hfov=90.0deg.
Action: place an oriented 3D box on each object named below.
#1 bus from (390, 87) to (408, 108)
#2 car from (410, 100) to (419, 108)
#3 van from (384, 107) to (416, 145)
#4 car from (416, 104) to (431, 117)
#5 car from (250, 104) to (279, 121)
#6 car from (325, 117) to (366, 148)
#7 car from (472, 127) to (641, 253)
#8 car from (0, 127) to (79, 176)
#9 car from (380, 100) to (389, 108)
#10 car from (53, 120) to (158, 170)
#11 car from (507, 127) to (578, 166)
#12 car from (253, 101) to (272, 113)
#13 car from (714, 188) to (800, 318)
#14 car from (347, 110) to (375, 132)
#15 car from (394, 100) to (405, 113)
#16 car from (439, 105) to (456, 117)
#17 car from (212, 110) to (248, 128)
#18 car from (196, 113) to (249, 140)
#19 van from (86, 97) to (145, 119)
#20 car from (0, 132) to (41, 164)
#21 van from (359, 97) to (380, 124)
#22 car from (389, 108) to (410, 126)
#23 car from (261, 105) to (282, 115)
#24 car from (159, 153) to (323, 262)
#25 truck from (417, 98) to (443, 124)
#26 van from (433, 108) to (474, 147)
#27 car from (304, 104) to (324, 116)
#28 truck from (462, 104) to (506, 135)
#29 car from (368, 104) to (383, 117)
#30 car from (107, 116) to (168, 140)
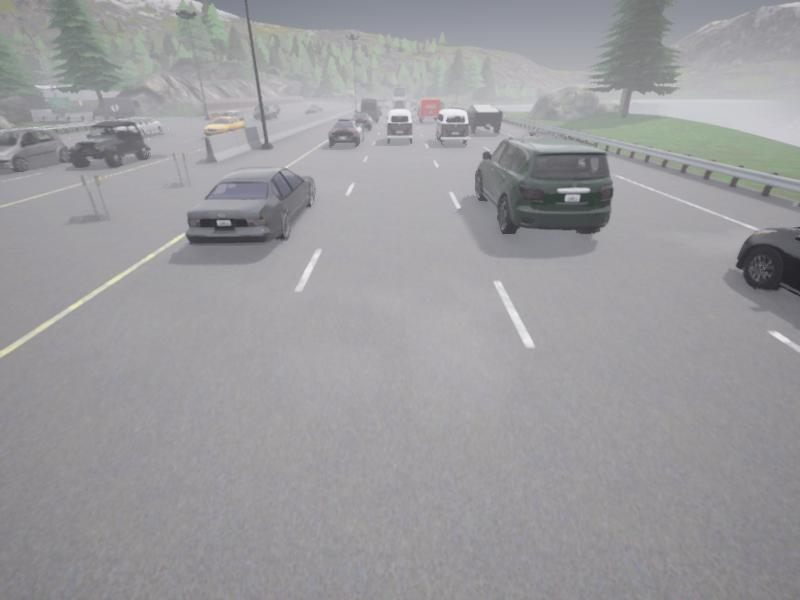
[{"bbox_3d":[-0.252,-48.599,95.864,3.944,4.253,10.273,0,27,0],"label":"bus"},{"bbox_3d":[3.379,-46.736,95.266,2.007,1.525,4.514,0,27,0],"label":"car"},{"bbox_3d":[-0.022,-12.331,28.205,2.069,2.038,4.480,0,28,0],"label":"van"},{"bbox_3d":[3.421,-27.889,58.823,1.816,1.474,4.193,0,27,0],"label":"car"},{"bbox_3d":[-17.568,-24.491,52.213,2.097,1.767,4.553,0,27,0],"label":"car"},{"bbox_3d":[-3.537,-11.320,26.845,2.038,1.542,4.974,0,27,0],"label":"car"},{"bbox_3d":[3.482,-3.206,10.505,2.150,2.045,5.566,0,27,0],"label":"car"},{"bbox_3d":[-17.530,-6.966,18.551,1.851,1.617,3.988,0,27,0],"label":"car"},{"bbox_3d":[-3.618,-46.724,95.261,1.851,1.617,3.988,0,27,0],"label":"car"},{"bbox_3d":[-14.030,-7.602,19.420,1.905,1.878,3.866,0,27,0],"label":"car"},{"bbox_3d":[6.972,-7.840,20.224,1.895,1.301,4.718,0,27,0],"label":"car"},{"bbox_3d":[-24.593,-34.589,71.744,1.905,1.878,3.866,0,27,0],"label":"car"},{"bbox_3d":[6.988,-0.233,5.272,2.007,1.525,4.514,0,27,0],"label":"car"},{"bbox_3d":[-3.551,-16.693,37.227,2.038,1.542,4.974,0,27,0],"label":"car"},{"bbox_3d":[-0.091,-34.481,71.183,1.905,1.878,3.866,0,27,0],"label":"car"},{"bbox_3d":[6.924,-27.754,58.708,1.895,1.301,4.718,0,27,0],"label":"car"},{"bbox_3d":[-17.554,-18.778,41.517,1.970,1.475,3.806,0,27,0],"label":"car"},{"bbox_3d":[-14.044,-13.993,32.107,1.801,1.575,5.366,0,27,0],"label":"car"},{"bbox_3d":[-38.399,-25.993,54.131,5.915,2.561,1.988,0,27,0],"label":"van"},{"bbox_3d":[-21.028,-7.492,19.957,1.895,1.301,4.718,0,27,0],"label":"car"},{"bbox_3d":[-3.487,-22.243,46.860,1.988,2.561,5.915,-1,28,-1],"label":"van"},{"bbox_3d":[-0.056,-19.551,42.721,2.128,1.511,4.902,0,27,0],"label":"car"},{"bbox_3d":[-21.083,-31.146,65.653,1.895,1.301,4.718,0,27,0],"label":"car"},{"bbox_3d":[-3.515,-2.647,10.234,2.033,1.411,5.357,0,27,0],"label":"car"},{"bbox_3d":[3.439,-22.230,46.829,2.627,2.467,5.204,0,28,0],"label":"truck"},{"bbox_3d":[3.461,-11.643,26.813,2.069,2.038,4.480,0,27,0],"label":"van"},{"bbox_3d":[-14.083,-31.222,65.665,2.152,1.651,5.027,0,27,0],"label":"car"},{"bbox_3d":[6.952,-15.493,34.139,2.390,2.098,6.274,0,27,0],"label":"truck"},{"bbox_3d":[-3.576,-28.002,59.086,2.007,1.525,4.514,0,27,0],"label":"car"},{"bbox_3d":[-21.041,-14.005,32.380,1.812,1.442,4.674,0,27,0],"label":"car"}]
